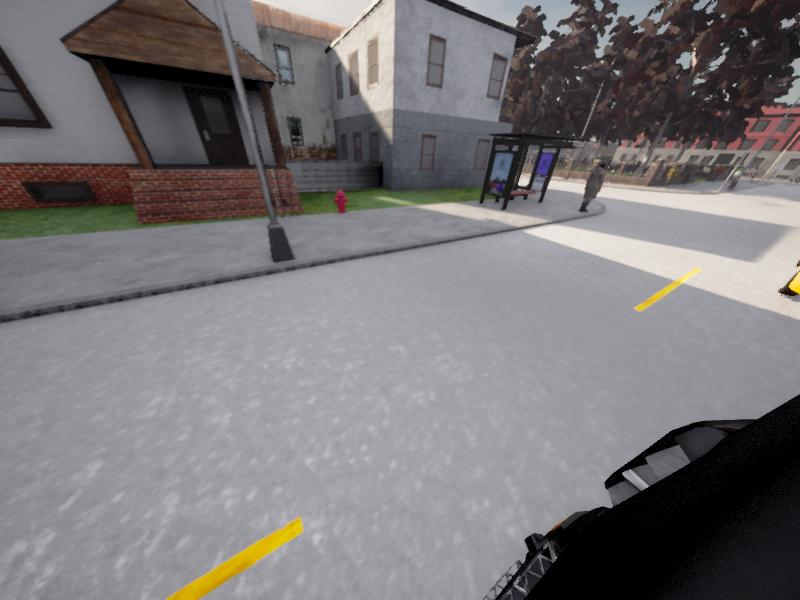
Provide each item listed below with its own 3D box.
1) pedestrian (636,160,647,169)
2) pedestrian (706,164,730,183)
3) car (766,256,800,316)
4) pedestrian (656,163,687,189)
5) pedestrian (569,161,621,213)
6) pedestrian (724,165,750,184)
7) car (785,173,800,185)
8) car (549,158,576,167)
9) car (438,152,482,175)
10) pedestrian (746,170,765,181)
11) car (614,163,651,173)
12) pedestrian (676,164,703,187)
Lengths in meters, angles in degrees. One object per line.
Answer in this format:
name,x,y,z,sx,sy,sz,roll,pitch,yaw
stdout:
pedestrian,54.901,-30.815,52.572,0.751,1.860,0.751,-13,37,-22
pedestrian,37.246,-14.785,27.078,0.751,1.860,0.751,-16,38,-26
car,9.487,-0.693,4.306,5.008,1.535,1.882,-16,38,-26
pedestrian,22.776,-10.399,19.406,0.751,1.860,0.751,-16,38,-26
pedestrian,8.181,-4.755,9.791,0.751,1.860,0.751,-1,34,-6
pedestrian,39.361,-14.634,27.003,0.751,1.860,0.751,-14,37,-24
car,62.703,-18.331,35.175,1.789,1.549,3.705,-16,38,-26
car,41.289,-35.086,58.866,1.930,1.638,5.238,-16,38,-26
car,6.603,-15.329,25.894,1.932,1.855,4.605,-16,38,-26
pedestrian,52.277,-18.313,34.006,0.751,1.300,0.751,-3,34,-9
car,48.683,-27.705,48.432,2.128,1.511,4.902,-16,38,-26
pedestrian,27.671,-11.968,22.131,0.751,1.860,0.751,-18,39,-28
